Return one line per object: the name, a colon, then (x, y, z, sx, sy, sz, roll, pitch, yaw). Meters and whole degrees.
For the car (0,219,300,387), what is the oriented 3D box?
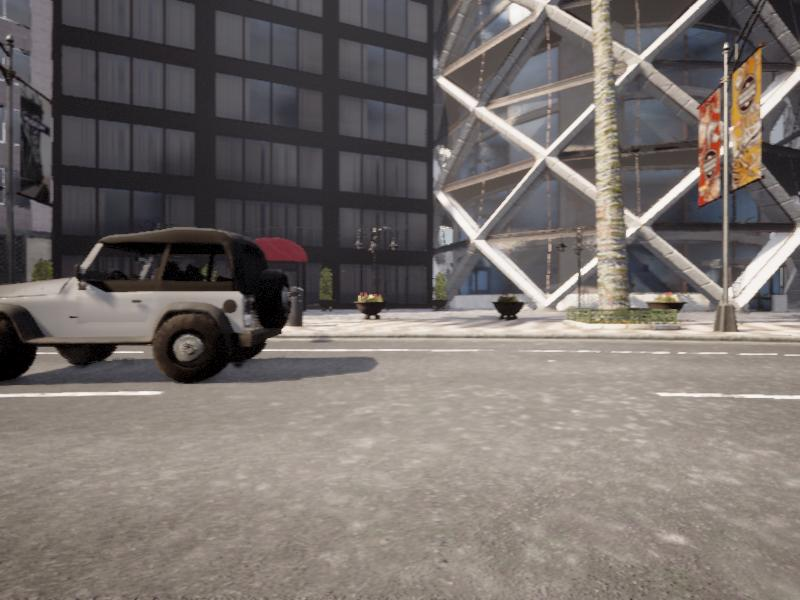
car: (-3.520, 0.034, 5.501, 3.866, 1.878, 1.905, 0, 0, -3)
